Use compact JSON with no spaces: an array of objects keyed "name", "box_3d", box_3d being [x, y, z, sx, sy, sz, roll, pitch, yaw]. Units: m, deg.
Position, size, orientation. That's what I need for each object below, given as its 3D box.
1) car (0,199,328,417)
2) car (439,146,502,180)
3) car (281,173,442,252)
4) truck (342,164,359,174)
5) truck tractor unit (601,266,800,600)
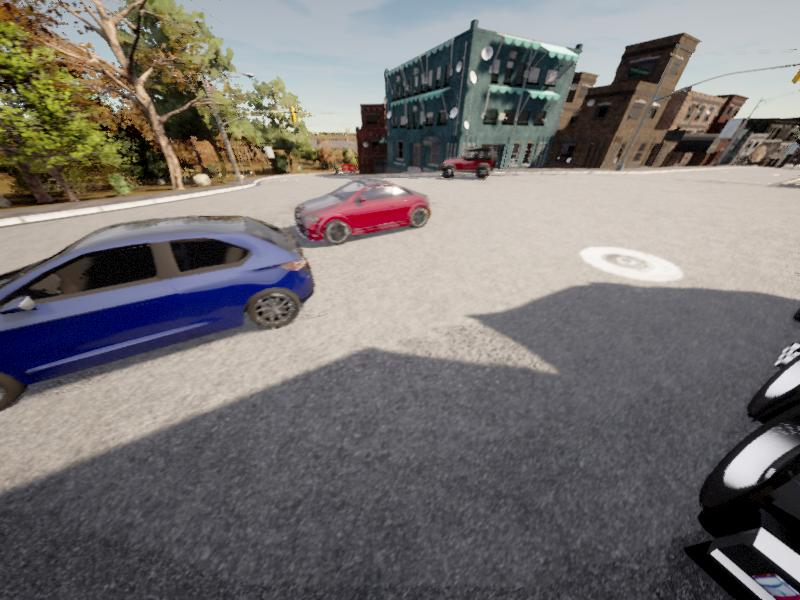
[{"name":"car","box_3d":[-3.428,-0.209,3.078,4.193,1.474,1.816,-18,38,-25]},{"name":"car","box_3d":[4.824,-9.695,16.362,3.866,1.878,1.905,5,33,12]},{"name":"car","box_3d":[-1.065,-2.893,7.096,4.181,1.385,1.994,-19,39,-24]},{"name":"truck","box_3d":[-14.109,-37.430,66.060,2.627,2.467,5.204,9,30,13]},{"name":"truck tractor unit","box_3d":[5.104,-0.312,0.755,6.516,4.208,3.053,-19,39,-23]}]
